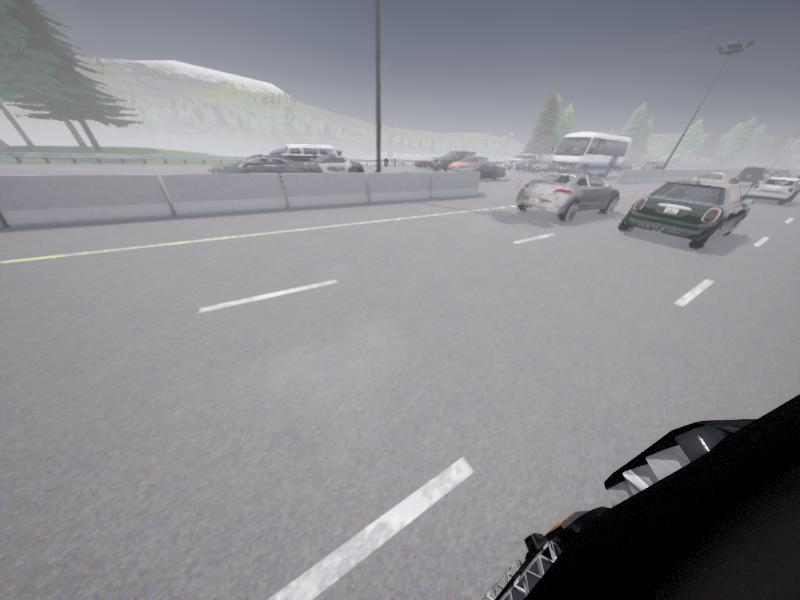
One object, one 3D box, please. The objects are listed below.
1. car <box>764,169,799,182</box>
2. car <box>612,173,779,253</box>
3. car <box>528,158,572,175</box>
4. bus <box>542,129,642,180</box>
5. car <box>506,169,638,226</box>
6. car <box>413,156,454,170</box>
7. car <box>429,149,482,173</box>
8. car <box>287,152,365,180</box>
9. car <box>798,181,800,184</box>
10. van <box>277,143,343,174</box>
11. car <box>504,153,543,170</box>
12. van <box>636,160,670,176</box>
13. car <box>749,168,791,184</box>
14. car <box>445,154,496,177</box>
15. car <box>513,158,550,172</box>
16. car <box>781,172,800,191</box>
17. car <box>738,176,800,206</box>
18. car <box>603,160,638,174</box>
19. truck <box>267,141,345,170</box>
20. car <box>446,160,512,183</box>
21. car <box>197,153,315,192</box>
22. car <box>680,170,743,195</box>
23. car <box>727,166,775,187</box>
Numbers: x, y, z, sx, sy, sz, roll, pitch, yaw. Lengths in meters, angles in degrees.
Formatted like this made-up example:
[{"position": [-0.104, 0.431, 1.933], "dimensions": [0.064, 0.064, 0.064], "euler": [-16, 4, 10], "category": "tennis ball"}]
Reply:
[{"position": [62.402, -20.417, 37.752], "dimensions": [4.856, 1.649, 2.033], "euler": [-16, 38, -26], "category": "car"}, {"position": [9.890, -3.159, 7.797], "dimensions": [4.553, 1.767, 2.097], "euler": [-16, 38, -26], "category": "car"}, {"position": [19.030, -16.902, 29.299], "dimensions": [5.027, 1.651, 2.152], "euler": [-16, 38, -26], "category": "car"}, {"position": [22.018, -16.521, 26.572], "dimensions": [10.273, 4.253, 3.944], "euler": [-16, 38, -26], "category": "bus"}, {"position": [7.343, -4.597, 9.931], "dimensions": [5.027, 1.651, 2.152], "euler": [-16, 38, -26], "category": "car"}, {"position": [4.123, -16.969, 28.605], "dimensions": [4.718, 1.301, 1.895], "euler": [-16, 38, -26], "category": "car"}, {"position": [6.248, -15.648, 26.094], "dimensions": [5.566, 2.045, 2.150], "euler": [-16, 38, -26], "category": "car"}, {"position": [-5.299, -9.886, 17.048], "dimensions": [4.974, 1.542, 2.038], "euler": [-16, 38, -26], "category": "car"}, {"position": [61.064, -17.806, 33.691], "dimensions": [4.611, 1.667, 2.242], "euler": [-16, 38, -26], "category": "car"}, {"position": [-7.390, -11.733, 19.214], "dimensions": [4.480, 2.038, 2.069], "euler": [-16, 38, -26], "category": "van"}, {"position": [19.201, -21.600, 35.999], "dimensions": [5.566, 2.045, 2.150], "euler": [-16, 38, -26], "category": "car"}, {"position": [39.774, -20.764, 36.297], "dimensions": [4.442, 1.987, 1.775], "euler": [-16, 38, -26], "category": "van"}, {"position": [51.793, -17.374, 32.357], "dimensions": [4.611, 1.667, 2.242], "euler": [-16, 38, -26], "category": "car"}, {"position": [7.064, -13.540, 23.212], "dimensions": [4.553, 1.767, 2.097], "euler": [-16, 38, -26], "category": "car"}, {"position": [18.466, -18.939, 32.408], "dimensions": [4.514, 1.525, 2.007], "euler": [-16, 38, -26], "category": "car"}, {"position": [43.816, -12.814, 24.973], "dimensions": [3.988, 1.617, 1.851], "euler": [-16, 38, -26], "category": "car"}, {"position": [26.189, -7.704, 16.114], "dimensions": [3.806, 1.475, 1.970], "euler": [-16, 38, -26], "category": "car"}, {"position": [36.243, -21.860, 37.972], "dimensions": [4.611, 1.667, 2.242], "euler": [-16, 38, -26], "category": "car"}, {"position": [-8.737, -13.609, 21.884], "dimensions": [6.274, 2.098, 2.390], "euler": [-16, 38, -26], "category": "truck"}, {"position": [6.815, -11.067, 19.833], "dimensions": [5.357, 1.411, 2.033], "euler": [-16, 38, -26], "category": "car"}, {"position": [-7.503, -7.007, 12.572], "dimensions": [4.902, 1.511, 2.128], "euler": [-16, 38, -26], "category": "car"}, {"position": [26.462, -10.065, 19.591], "dimensions": [5.366, 1.575, 1.801], "euler": [-16, 38, -26], "category": "car"}, {"position": [39.891, -14.044, 26.278], "dimensions": [3.866, 1.878, 1.905], "euler": [-16, 38, -26], "category": "car"}]
